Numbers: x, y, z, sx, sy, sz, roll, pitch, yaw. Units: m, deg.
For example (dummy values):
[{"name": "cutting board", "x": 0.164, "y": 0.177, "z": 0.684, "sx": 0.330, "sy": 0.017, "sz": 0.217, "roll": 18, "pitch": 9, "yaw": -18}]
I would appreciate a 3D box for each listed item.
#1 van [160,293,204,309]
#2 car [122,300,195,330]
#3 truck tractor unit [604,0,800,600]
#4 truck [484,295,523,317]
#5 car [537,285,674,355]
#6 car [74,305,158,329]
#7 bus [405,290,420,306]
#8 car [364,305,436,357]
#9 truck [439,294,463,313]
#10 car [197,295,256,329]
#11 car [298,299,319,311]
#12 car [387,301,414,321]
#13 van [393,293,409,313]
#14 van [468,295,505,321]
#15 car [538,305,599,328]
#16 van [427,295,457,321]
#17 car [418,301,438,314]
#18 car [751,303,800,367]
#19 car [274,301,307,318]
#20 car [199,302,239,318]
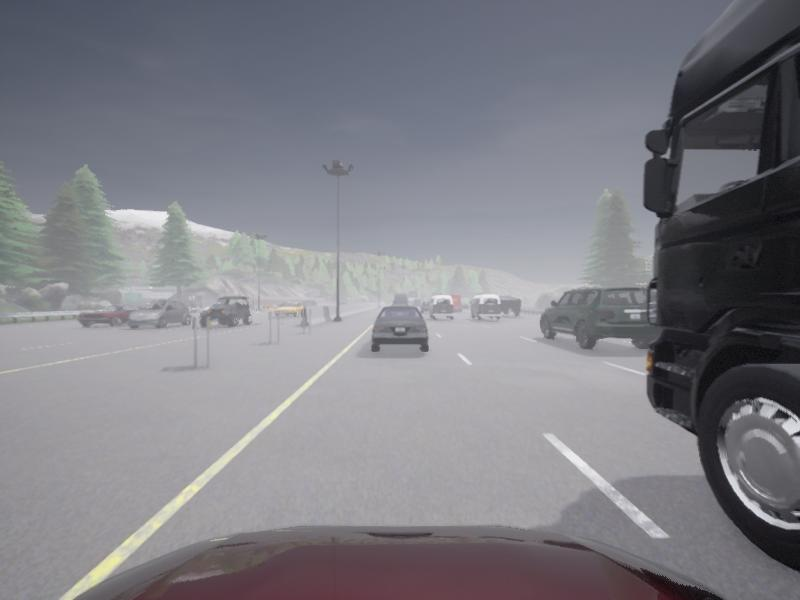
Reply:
[{"name": "van", "x": -34.814, "y": 0.175, "z": 63.847, "sx": 5.915, "sy": 2.561, "sz": 1.988, "roll": 0, "pitch": 0, "yaw": 0}, {"name": "car", "x": -13.999, "y": 0.814, "z": 23.476, "sx": 1.851, "sy": 1.617, "sz": 3.988, "roll": 0, "pitch": 0, "yaw": 0}, {"name": "truck tractor unit", "x": 3.512, "y": -0.527, "z": 0.618, "sx": 3.053, "sy": 4.208, "sz": 6.516, "roll": 0, "pitch": 0, "yaw": 0}, {"name": "truck", "x": 10.507, "y": 0.587, "z": 41.210, "sx": 2.390, "sy": 2.098, "sz": 6.274, "roll": 0, "pitch": 0, "yaw": 0}, {"name": "car", "x": 7.004, "y": 0.585, "z": 14.577, "sx": 2.150, "sy": 2.045, "sz": 5.566, "roll": 0, "pitch": 0, "yaw": 0}, {"name": "car", "x": -17.496, "y": 0.971, "z": 24.971, "sx": 1.895, "sy": 1.301, "sz": 4.718, "roll": 0, "pitch": 0, "yaw": 0}, {"name": "bus", "x": 3.397, "y": -0.416, "z": 111.255, "sx": 3.944, "sy": 4.253, "sz": 10.273, "roll": 0, "pitch": 0, "yaw": 0}, {"name": "car", "x": 0.004, "y": 0.911, "z": 14.088, "sx": 2.033, "sy": 1.411, "sz": 5.357, "roll": 0, "pitch": 0, "yaw": 0}, {"name": "truck", "x": 7.014, "y": 0.429, "z": 55.581, "sx": 2.627, "sy": 2.467, "sz": 5.204, "roll": 0, "pitch": 1, "yaw": 0}, {"name": "car", "x": -10.496, "y": 0.673, "z": 24.536, "sx": 1.905, "sy": 1.878, "sz": 3.866, "roll": 0, "pitch": 0, "yaw": 0}, {"name": "car", "x": -13.989, "y": 0.762, "z": 61.428, "sx": 2.097, "sy": 1.767, "sz": 4.553, "roll": 0, "pitch": 0, "yaw": 0}, {"name": "car", "x": 0.005, "y": 0.862, "z": 32.827, "sx": 2.038, "sy": 1.542, "sz": 4.974, "roll": 0, "pitch": 0, "yaw": 0}, {"name": "van", "x": 0.087, "y": 0.386, "z": 55.623, "sx": 1.988, "sy": 2.561, "sz": 5.915, "roll": 0, "pitch": 0, "yaw": -1}, {"name": "van", "x": 7.006, "y": 0.607, "z": 32.938, "sx": 2.069, "sy": 2.038, "sz": 4.480, "roll": 0, "pitch": 0, "yaw": 0}, {"name": "car", "x": 10.505, "y": 0.971, "z": 25.334, "sx": 1.895, "sy": 1.301, "sz": 4.718, "roll": 0, "pitch": 0, "yaw": 0}, {"name": "van", "x": 3.525, "y": 0.615, "z": 34.495, "sx": 2.069, "sy": 2.038, "sz": 4.480, "roll": 0, "pitch": 1, "yaw": 0}, {"name": "car", "x": 3.509, "y": 0.891, "z": 50.706, "sx": 2.128, "sy": 1.511, "sz": 4.902, "roll": 0, "pitch": 0, "yaw": 0}, {"name": "car", "x": 10.501, "y": 0.837, "z": 8.558, "sx": 2.007, "sy": 1.525, "sz": 4.514, "roll": 0, "pitch": 0, "yaw": 0}, {"name": "car", "x": -10.494, "y": 0.843, "z": 38.741, "sx": 1.801, "sy": 1.575, "sz": 5.366, "roll": 0, "pitch": 0, "yaw": 0}, {"name": "car", "x": -17.491, "y": 0.913, "z": 38.998, "sx": 1.812, "sy": 1.442, "sz": 4.674, "roll": 0, "pitch": 0, "yaw": 0}]
